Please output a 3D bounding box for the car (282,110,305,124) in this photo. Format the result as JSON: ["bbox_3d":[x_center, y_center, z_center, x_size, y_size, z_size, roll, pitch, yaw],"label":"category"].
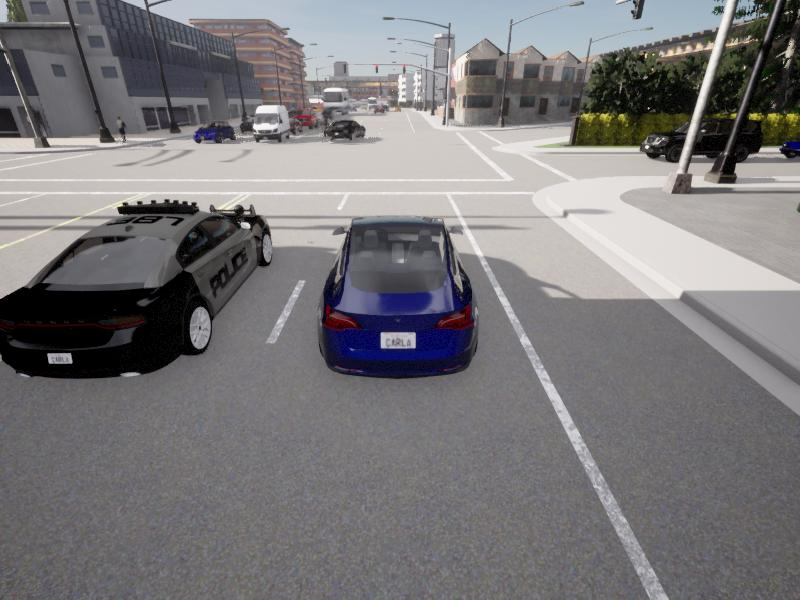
[{"bbox_3d":[-14.350,-24.809,54.218,1.837,1.490,4.892,0,27,0],"label":"car"}]

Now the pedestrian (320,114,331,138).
[{"bbox_3d":[-6.500,-15.228,34.945,0.751,1.860,0.751,-7,27,-14],"label":"pedestrian"}]

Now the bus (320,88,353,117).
[{"bbox_3d":[-10.839,-34.494,69.609,3.944,4.253,10.273,0,27,0],"label":"bus"}]

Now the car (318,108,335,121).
[{"bbox_3d":[-10.885,-27.539,59.422,1.816,1.474,4.193,0,28,0],"label":"car"}]

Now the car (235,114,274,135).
[{"bbox_3d":[-14.254,-17.408,39.570,1.930,1.638,5.238,0,26,0],"label":"car"}]

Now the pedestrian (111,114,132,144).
[{"bbox_3d":[-19.711,-12.108,28.344,0.751,1.860,0.751,-12,29,-23],"label":"pedestrian"}]

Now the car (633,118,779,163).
[{"bbox_3d":[15.944,-8.466,21.181,5.566,2.045,2.150,0,26,0],"label":"car"}]

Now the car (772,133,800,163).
[{"bbox_3d":[23.277,-8.123,21.335,4.718,1.301,1.895,0,26,0],"label":"car"}]

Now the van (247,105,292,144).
[{"bbox_3d":[-10.330,-14.206,32.192,1.988,2.561,5.915,-2,27,-4],"label":"van"}]

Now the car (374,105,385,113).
[{"bbox_3d":[-4.028,-38.480,80.604,1.994,1.385,4.181,0,27,0],"label":"car"}]

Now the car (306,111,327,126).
[{"bbox_3d":[-10.836,-23.681,52.104,1.812,1.442,4.674,0,27,0],"label":"car"}]

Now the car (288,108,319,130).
[{"bbox_3d":[-10.790,-20.545,45.354,2.150,2.045,5.566,0,27,0],"label":"car"}]

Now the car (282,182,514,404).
[{"bbox_3d":[-0.032,-0.602,6.211,2.163,1.488,4.792,0,27,0],"label":"car"}]

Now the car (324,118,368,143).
[{"bbox_3d":[-4.325,-14.002,32.897,1.882,1.535,5.008,6,27,11],"label":"car"}]

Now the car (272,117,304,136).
[{"bbox_3d":[-10.728,-16.856,38.686,1.812,1.442,4.674,0,27,0],"label":"car"}]

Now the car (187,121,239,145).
[{"bbox_3d":[-14.279,-12.917,30.803,1.816,1.474,4.193,1,26,2],"label":"car"}]

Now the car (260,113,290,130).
[{"bbox_3d":[-14.301,-20.693,46.215,1.882,1.535,5.008,0,27,0],"label":"car"}]

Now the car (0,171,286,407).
[{"bbox_3d":[-3.524,-0.752,6.336,1.930,1.638,5.238,0,27,0],"label":"car"}]

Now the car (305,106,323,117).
[{"bbox_3d":[-14.442,-31.910,67.589,1.882,1.535,5.008,0,28,0],"label":"car"}]
